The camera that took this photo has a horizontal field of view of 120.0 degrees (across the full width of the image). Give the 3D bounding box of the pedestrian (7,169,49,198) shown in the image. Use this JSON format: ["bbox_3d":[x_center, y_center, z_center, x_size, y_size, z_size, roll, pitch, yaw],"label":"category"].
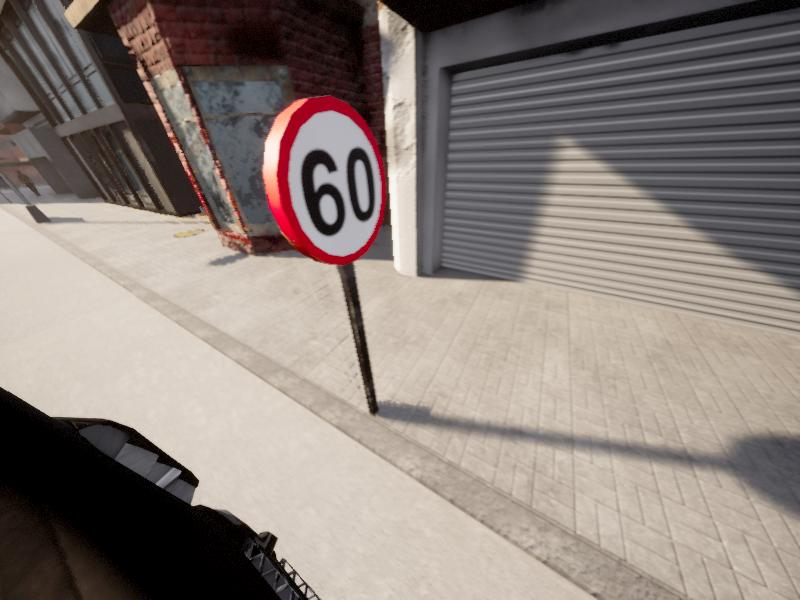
[{"bbox_3d":[-27.435,-8.602,17.068,0.751,1.860,0.751,15,38,25],"label":"pedestrian"}]

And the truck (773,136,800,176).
[{"bbox_3d":[20.190,-6.362,8.392,2.891,3.827,8.468,16,38,26],"label":"truck"}]
